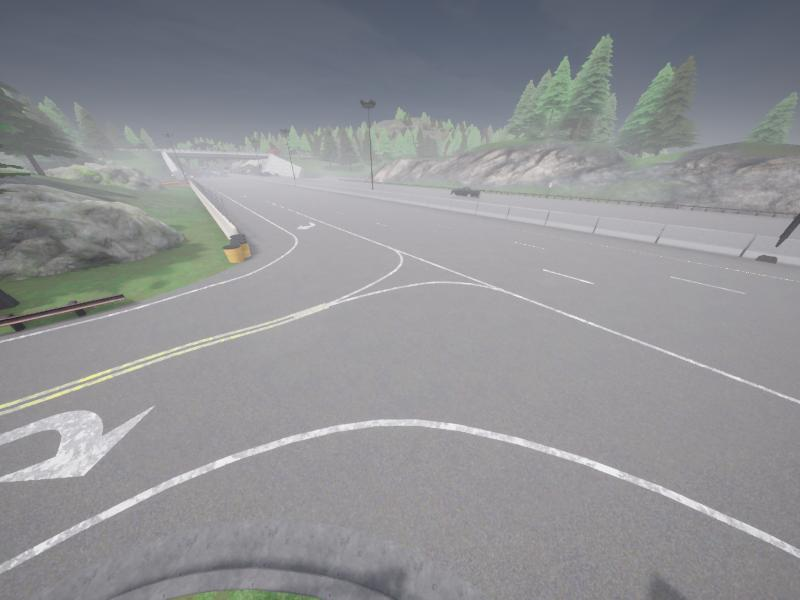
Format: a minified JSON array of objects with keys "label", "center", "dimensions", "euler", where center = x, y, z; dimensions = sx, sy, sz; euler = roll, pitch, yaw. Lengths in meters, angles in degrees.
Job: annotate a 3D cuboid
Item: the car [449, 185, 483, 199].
[{"label":"car","center":[10.636,-17.530,37.431],"dimensions":[1.882,1.535,5.008],"euler":[-23,37,-34]}]
